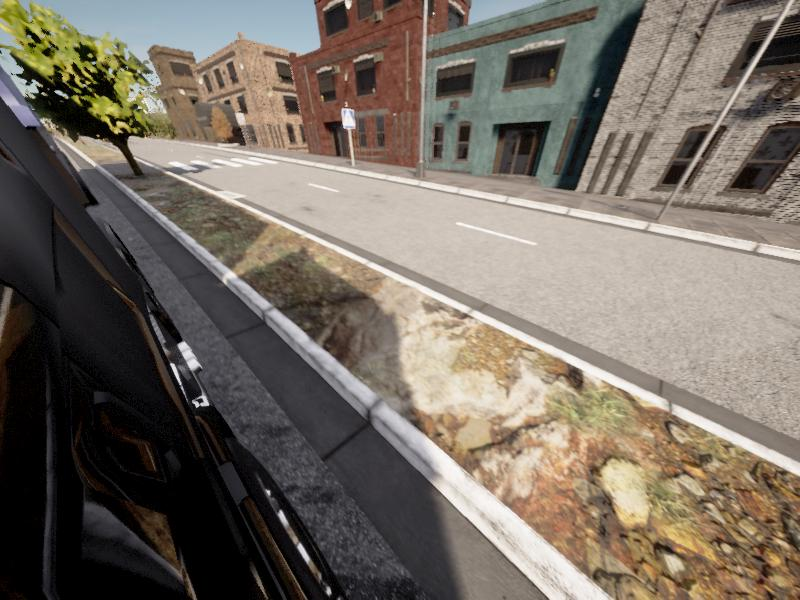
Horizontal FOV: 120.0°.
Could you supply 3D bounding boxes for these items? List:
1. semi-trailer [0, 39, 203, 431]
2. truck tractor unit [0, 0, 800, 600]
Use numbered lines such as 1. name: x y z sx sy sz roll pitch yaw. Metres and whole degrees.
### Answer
1. semi-trailer: -8.752 -3.551 4.199 14.254 4.402 2.717 27 44 29
2. truck tractor unit: -2.645 -0.295 0.351 6.516 4.208 3.053 28 44 30
